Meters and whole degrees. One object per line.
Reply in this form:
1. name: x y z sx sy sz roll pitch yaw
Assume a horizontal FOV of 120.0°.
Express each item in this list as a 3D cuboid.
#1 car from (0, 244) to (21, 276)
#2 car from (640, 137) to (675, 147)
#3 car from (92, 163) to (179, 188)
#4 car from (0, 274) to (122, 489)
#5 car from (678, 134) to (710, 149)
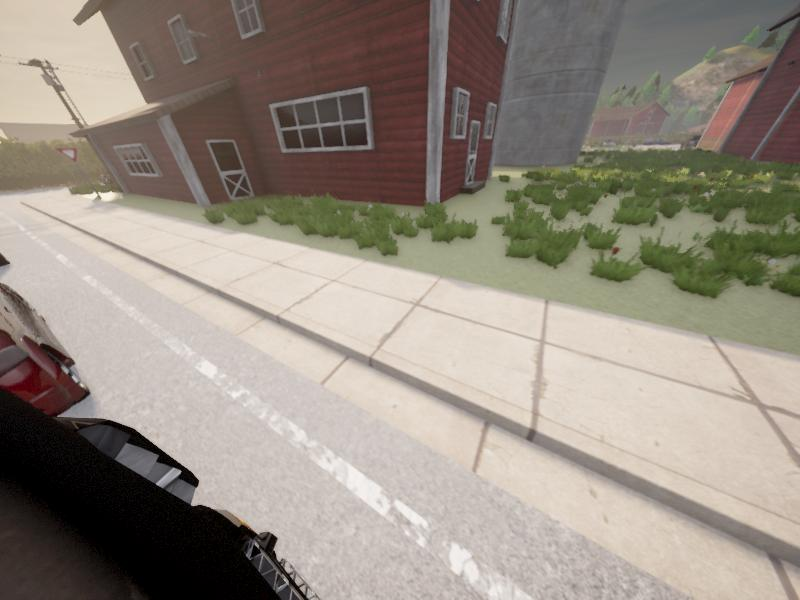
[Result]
1. car: -11.764 -1.481 5.360 5.027 1.651 2.152 16 38 26
2. car: 58.121 -35.850 52.313 4.611 1.667 2.242 17 38 26
3. car: -24.897 -12.019 22.074 2.038 1.542 4.974 12 37 20
4. car: -5.159 0.552 2.130 4.181 1.385 1.994 16 38 25
5. car: 49.422 -26.728 38.953 1.905 1.878 3.866 17 38 26
